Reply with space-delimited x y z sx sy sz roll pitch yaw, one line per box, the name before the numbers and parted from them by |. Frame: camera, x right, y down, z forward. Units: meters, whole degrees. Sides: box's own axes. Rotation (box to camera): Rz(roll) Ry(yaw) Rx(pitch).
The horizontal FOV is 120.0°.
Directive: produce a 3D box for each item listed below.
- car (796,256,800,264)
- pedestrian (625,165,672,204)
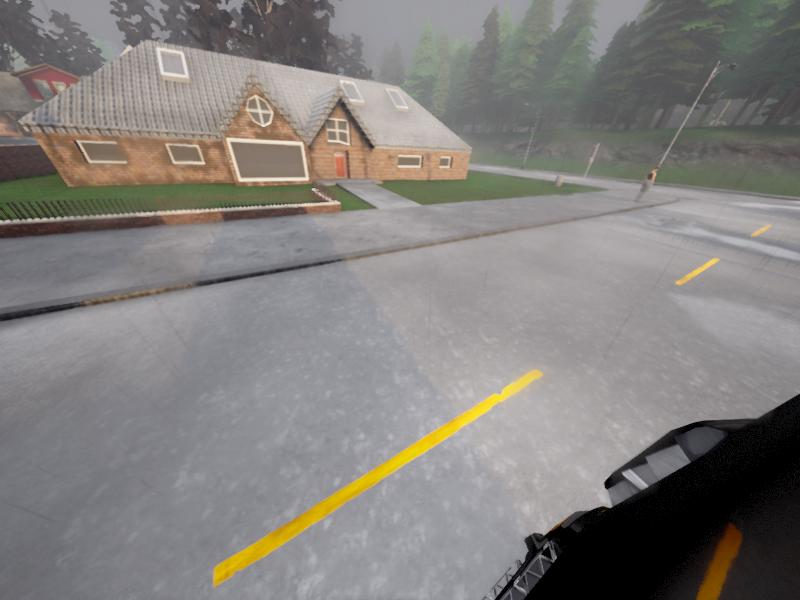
car | 12.934 -1.611 6.077 3.633 1.501 1.845 -16 38 -26
pedestrian | 13.746 -6.407 12.859 0.751 1.860 0.751 5 33 2
